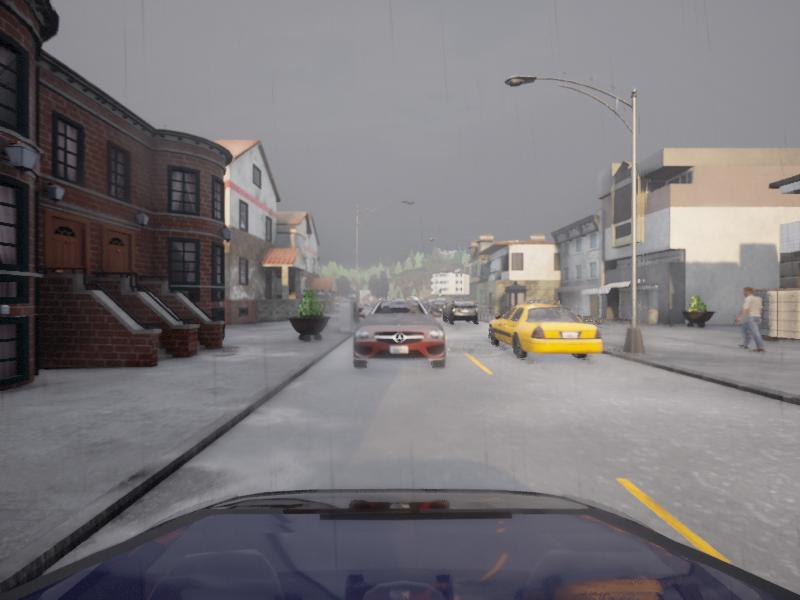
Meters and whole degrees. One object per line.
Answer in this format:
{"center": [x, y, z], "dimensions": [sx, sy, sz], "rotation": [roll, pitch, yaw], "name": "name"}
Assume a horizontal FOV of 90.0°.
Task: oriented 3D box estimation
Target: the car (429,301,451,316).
{"center": [3.965, 0.815, 40.514], "dimensions": [1.812, 1.442, 4.674], "rotation": [0, 0, 0], "name": "car"}

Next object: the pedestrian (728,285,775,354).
{"center": [9.920, 0.517, 11.303], "dimensions": [0.751, 1.860, 0.751], "rotation": [0, 0, -21], "name": "pedestrian"}

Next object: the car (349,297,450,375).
{"center": [-0.012, 0.764, 11.065], "dimensions": [2.152, 1.651, 5.027], "rotation": [0, 0, 0], "name": "car"}

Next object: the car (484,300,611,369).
{"center": [3.987, 0.787, 11.944], "dimensions": [1.801, 1.575, 5.366], "rotation": [0, 0, 0], "name": "car"}

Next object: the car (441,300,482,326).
{"center": [3.975, 0.792, 26.490], "dimensions": [2.007, 1.525, 4.514], "rotation": [0, 0, 0], "name": "car"}

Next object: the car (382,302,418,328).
{"center": [-0.025, 0.860, 25.350], "dimensions": [2.033, 1.411, 5.357], "rotation": [0, 0, 0], "name": "car"}
